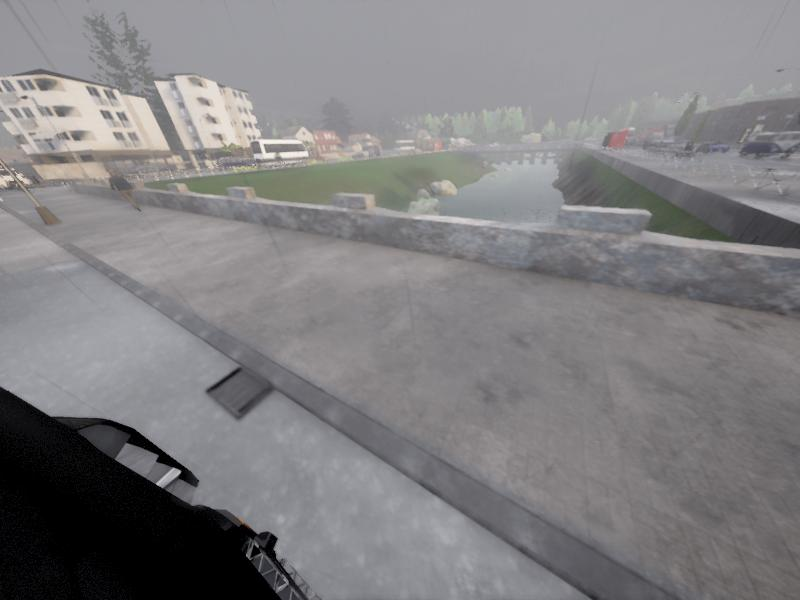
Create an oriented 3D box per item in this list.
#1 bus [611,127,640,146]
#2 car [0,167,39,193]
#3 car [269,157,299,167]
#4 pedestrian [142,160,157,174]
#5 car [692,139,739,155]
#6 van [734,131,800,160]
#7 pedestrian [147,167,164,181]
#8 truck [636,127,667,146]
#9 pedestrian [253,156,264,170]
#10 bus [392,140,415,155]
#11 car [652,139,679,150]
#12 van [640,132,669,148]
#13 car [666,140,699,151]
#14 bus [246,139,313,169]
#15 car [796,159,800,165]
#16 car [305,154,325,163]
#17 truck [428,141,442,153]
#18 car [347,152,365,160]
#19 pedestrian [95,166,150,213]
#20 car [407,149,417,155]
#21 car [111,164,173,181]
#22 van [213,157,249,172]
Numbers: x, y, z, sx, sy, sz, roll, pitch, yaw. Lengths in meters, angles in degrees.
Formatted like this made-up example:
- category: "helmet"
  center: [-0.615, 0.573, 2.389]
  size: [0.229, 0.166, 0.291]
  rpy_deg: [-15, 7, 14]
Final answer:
- category: "bus"
  center: [69.453, -50.509, 71.487]
  size: [3.944, 4.253, 10.273]
  rpy_deg: [16, 38, 26]
- category: "car"
  center: [-41.593, -11.724, 22.959]
  size: [2.150, 2.045, 5.566]
  rpy_deg: [7, 35, 15]
- category: "car"
  center: [-24.378, -29.129, 48.646]
  size: [2.033, 1.411, 5.357]
  rpy_deg: [16, 38, 26]
- category: "pedestrian"
  center: [-39.682, -20.986, 36.579]
  size: [0.751, 1.860, 0.751]
  rpy_deg: [13, 37, 23]
- category: "car"
  center: [38.329, -18.751, 28.213]
  size: [1.816, 1.474, 4.193]
  rpy_deg: [16, 38, 26]
- category: "van"
  center: [33.043, -13.766, 20.587]
  size: [1.775, 1.987, 4.442]
  rpy_deg: [16, 38, 26]
- category: "pedestrian"
  center: [-28.695, -14.790, 27.097]
  size: [0.751, 1.300, 0.751]
  rpy_deg: [17, 38, 27]
- category: "truck"
  center: [67.494, -44.124, 62.348]
  size: [2.891, 3.827, 8.468]
  rpy_deg: [16, 38, 26]
- category: "pedestrian"
  center: [-22.165, -21.458, 36.206]
  size: [0.751, 1.860, 0.751]
  rpy_deg: [16, 38, 25]
- category: "bus"
  center: [1.542, -55.770, 84.481]
  size: [3.944, 4.253, 10.273]
  rpy_deg: [16, 38, 26]
- category: "car"
  center: [47.833, -28.106, 41.706]
  size: [1.812, 1.442, 4.674]
  rpy_deg: [16, 38, 26]
- category: "van"
  center: [52.021, -32.735, 47.376]
  size: [1.988, 2.561, 5.915]
  rpy_deg: [16, 38, 26]
- category: "car"
  center: [43.656, -23.923, 35.816]
  size: [1.895, 1.301, 4.718]
  rpy_deg: [16, 38, 26]
- category: "bus"
  center: [-22.508, -27.958, 44.135]
  size: [3.944, 4.253, 10.273]
  rpy_deg: [16, 38, 26]
- category: "car"
  center: [28.790, -9.355, 14.683]
  size: [1.970, 1.475, 3.806]
  rpy_deg: [16, 38, 26]
- category: "car"
  center: [-20.014, -33.486, 54.800]
  size: [1.851, 1.617, 3.988]
  rpy_deg: [16, 38, 26]
- category: "truck"
  center: [14.727, -64.301, 96.816]
  size: [2.891, 3.827, 8.468]
  rpy_deg: [16, 38, 26]
- category: "car"
  center: [-12.481, -40.949, 65.447]
  size: [1.930, 1.638, 5.238]
  rpy_deg: [16, 38, 26]
- category: "pedestrian"
  center: [-12.937, -5.163, 10.837]
  size: [0.751, 1.860, 0.751]
  rpy_deg: [16, 38, 26]
- category: "car"
  center: [4.327, -52.998, 82.682]
  size: [1.994, 1.385, 4.181]
  rpy_deg: [16, 38, 26]
- category: "car"
  center: [-35.859, -17.931, 32.307]
  size: [1.930, 1.638, 5.238]
  rpy_deg: [16, 38, 26]
- category: "van"
  center: [-29.747, -24.097, 40.884]
  size: [1.775, 1.987, 4.442]
  rpy_deg: [16, 38, 26]
